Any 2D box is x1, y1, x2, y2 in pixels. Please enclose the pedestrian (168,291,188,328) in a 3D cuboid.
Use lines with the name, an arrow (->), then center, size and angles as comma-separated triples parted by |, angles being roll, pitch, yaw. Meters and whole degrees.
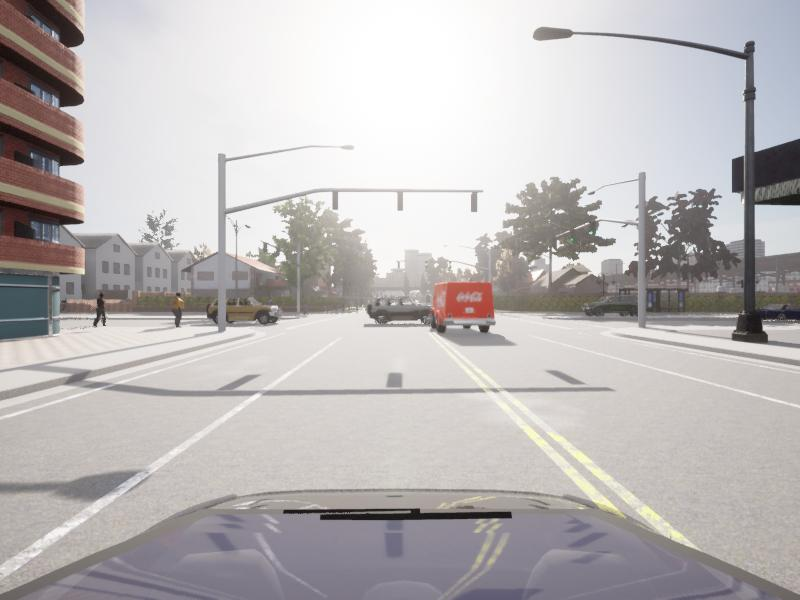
pedestrian -> -11.426, 0.485, 20.580 | 0.751, 1.860, 0.751 | 0, 0, 44

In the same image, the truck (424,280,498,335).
truck -> 2.937, 0.356, 20.662 | 2.627, 2.467, 5.204 | 0, 0, -5

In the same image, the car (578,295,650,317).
car -> 20.090, 0.568, 37.719 | 5.566, 2.045, 2.150 | 0, 0, 0

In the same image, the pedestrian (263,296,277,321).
pedestrian -> -9.955, 0.637, 30.615 | 0.751, 1.860, 0.751 | 0, 0, 12

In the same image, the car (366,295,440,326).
car -> 0.192, 0.657, 26.300 | 4.605, 1.855, 1.932 | -1, 0, 0

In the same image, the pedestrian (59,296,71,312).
pedestrian -> -39.878, 0.485, 47.609 | 0.751, 1.860, 0.751 | 0, 0, 1

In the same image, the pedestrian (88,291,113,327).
pedestrian -> -15.728, 0.485, 21.040 | 0.751, 1.860, 0.751 | 0, 0, 4

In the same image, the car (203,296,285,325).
car -> -10.177, 0.652, 26.346 | 4.605, 1.855, 1.932 | 0, 0, 0

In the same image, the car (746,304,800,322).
car -> 28.859, 0.944, 29.680 | 4.718, 1.301, 1.895 | 0, 0, 0

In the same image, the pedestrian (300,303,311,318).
pedestrian -> -8.530, 0.917, 36.086 | 0.751, 1.300, 0.751 | 0, 0, 10
